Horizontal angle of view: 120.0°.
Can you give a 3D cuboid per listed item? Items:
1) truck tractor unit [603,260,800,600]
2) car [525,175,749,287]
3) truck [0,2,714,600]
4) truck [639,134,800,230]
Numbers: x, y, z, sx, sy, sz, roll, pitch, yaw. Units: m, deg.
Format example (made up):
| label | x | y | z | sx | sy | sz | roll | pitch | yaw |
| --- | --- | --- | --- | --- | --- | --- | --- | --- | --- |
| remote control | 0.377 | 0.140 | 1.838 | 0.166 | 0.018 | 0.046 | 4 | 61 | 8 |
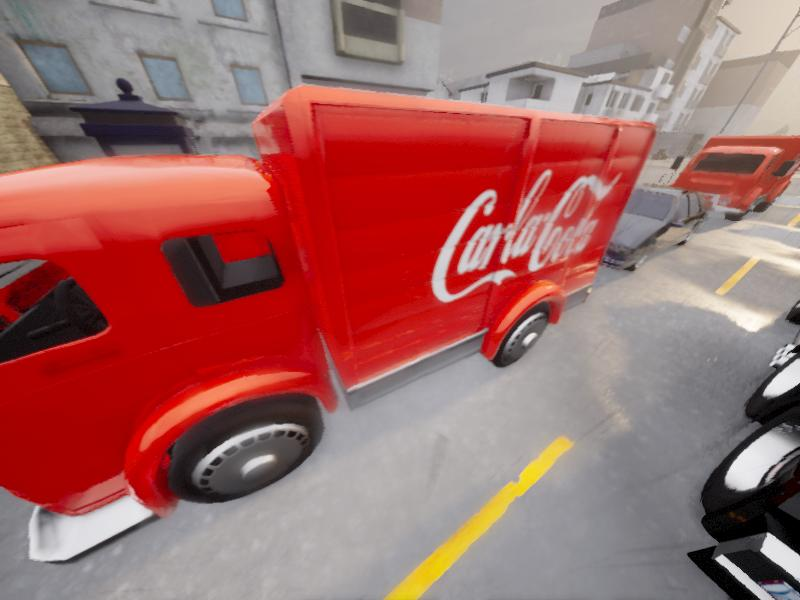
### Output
| label | x | y | z | sx | sy | sz | roll | pitch | yaw |
| --- | --- | --- | --- | --- | --- | --- | --- | --- | --- |
| truck tractor unit | 5.105 | -0.306 | 0.792 | 6.516 | 4.208 | 3.053 | -19 | 39 | -24 |
| car | 5.990 | -2.085 | 5.844 | 5.357 | 1.411 | 2.033 | -18 | 39 | -25 |
| truck | -0.245 | -0.468 | 2.515 | 5.204 | 2.467 | 2.627 | -18 | 39 | -25 |
| truck | 12.489 | -4.684 | 8.670 | 5.204 | 2.467 | 2.627 | -19 | 39 | -24 |
